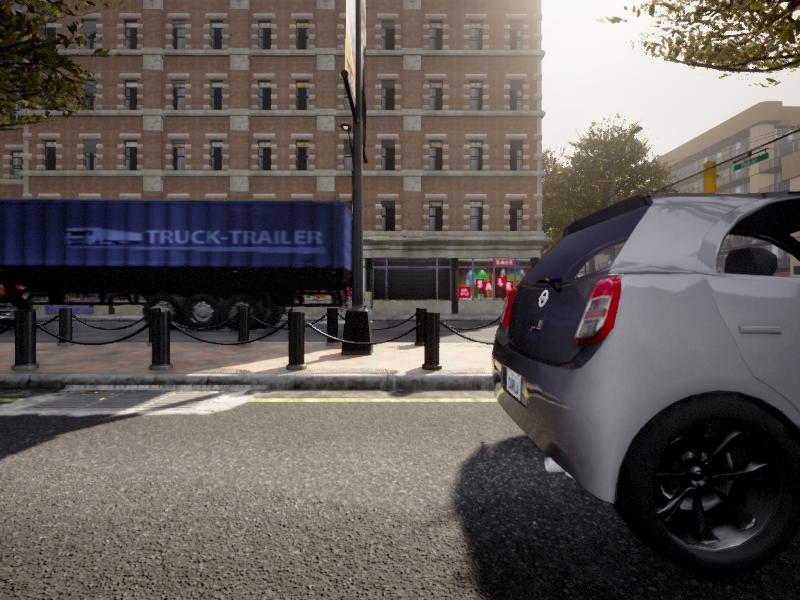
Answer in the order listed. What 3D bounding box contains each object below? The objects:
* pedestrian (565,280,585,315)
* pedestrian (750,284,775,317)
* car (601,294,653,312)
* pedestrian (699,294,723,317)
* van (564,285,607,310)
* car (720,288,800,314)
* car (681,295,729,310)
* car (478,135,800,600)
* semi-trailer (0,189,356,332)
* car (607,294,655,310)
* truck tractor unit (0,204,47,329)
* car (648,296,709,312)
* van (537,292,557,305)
[{"bbox_3d":[9.477,-0.116,21.645,0.751,1.860,0.751,0,0,2],"label":"pedestrian"},{"bbox_3d":[20.389,0.034,22.525,0.751,1.860,0.751,0,0,7],"label":"pedestrian"},{"bbox_3d":[20.184,0.242,35.853,1.837,1.490,4.892,0,0,0],"label":"car"},{"bbox_3d":[17.710,0.315,22.787,0.751,1.300,0.751,0,0,4],"label":"pedestrian"},{"bbox_3d":[20.136,-0.280,43.771,1.988,2.561,5.915,0,0,0],"label":"van"},{"bbox_3d":[27.212,0.050,30.507,1.932,1.855,4.605,0,0,-1],"label":"car"},{"bbox_3d":[30.657,0.249,40.392,1.970,1.475,3.806,0,0,0],"label":"car"},{"bbox_3d":[2.425,0.226,2.192,3.633,1.501,1.845,0,0,0],"label":"car"},{"bbox_3d":[-8.787,-1.219,13.701,14.254,4.402,2.717,0,0,0],"label":"semi-trailer"},{"bbox_3d":[23.652,0.198,41.198,1.801,1.575,5.366,0,0,0],"label":"car"},{"bbox_3d":[-16.705,-1.122,13.692,6.516,4.208,3.053,0,0,0],"label":"truck tractor unit"},{"bbox_3d":[23.693,0.341,34.300,1.895,1.301,4.718,0,0,0],"label":"car"},{"bbox_3d":[30.422,-0.286,83.072,1.988,2.561,5.915,0,0,0],"label":"van"}]
